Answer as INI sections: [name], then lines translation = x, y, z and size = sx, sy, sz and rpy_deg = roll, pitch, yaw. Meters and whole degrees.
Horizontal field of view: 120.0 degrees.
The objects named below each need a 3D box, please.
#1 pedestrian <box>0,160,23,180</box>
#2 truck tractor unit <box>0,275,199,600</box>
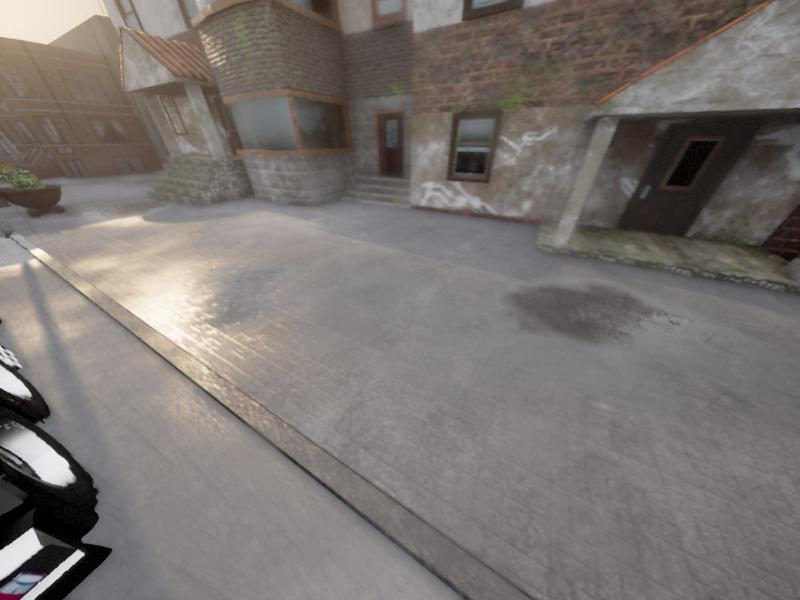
[pedestrian]
translation = -26.631, -8.850, 15.719
size = 0.500, 1.100, 0.500
rpy_deg = 24, 42, 31
[truck tractor unit]
translation = -5.131, -0.281, 0.748
size = 6.516, 4.208, 3.053
rpy_deg = 18, 39, 23
